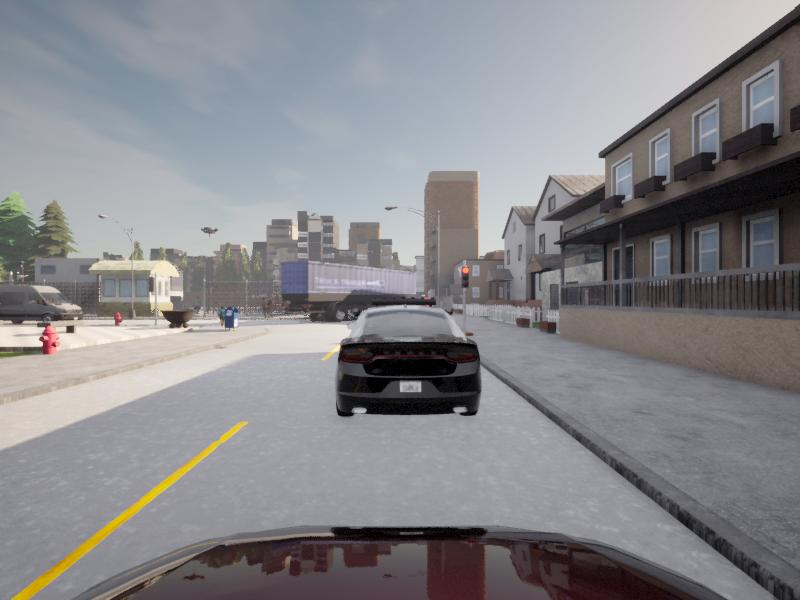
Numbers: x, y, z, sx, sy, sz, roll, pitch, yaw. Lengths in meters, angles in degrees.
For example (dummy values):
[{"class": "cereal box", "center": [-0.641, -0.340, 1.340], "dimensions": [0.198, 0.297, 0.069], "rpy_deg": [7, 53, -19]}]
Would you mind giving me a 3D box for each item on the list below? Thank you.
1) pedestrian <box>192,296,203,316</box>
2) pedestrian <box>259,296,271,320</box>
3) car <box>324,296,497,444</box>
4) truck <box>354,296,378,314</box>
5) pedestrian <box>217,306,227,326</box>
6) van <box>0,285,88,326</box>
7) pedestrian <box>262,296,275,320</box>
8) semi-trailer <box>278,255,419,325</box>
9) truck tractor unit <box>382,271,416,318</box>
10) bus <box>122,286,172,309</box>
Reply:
[{"class": "pedestrian", "center": [-18.598, 0.536, 36.826], "dimensions": [0.751, 1.860, 0.751], "rpy_deg": [0, 0, -14]}, {"class": "pedestrian", "center": [-10.595, 0.637, 31.406], "dimensions": [0.751, 1.860, 0.751], "rpy_deg": [0, 0, 0]}, {"class": "car", "center": [0.062, 0.771, 7.066], "dimensions": [1.930, 1.638, 5.238], "rpy_deg": [0, 0, -1]}, {"class": "truck", "center": [-4.111, 0.542, 49.206], "dimensions": [2.390, 2.098, 6.274], "rpy_deg": [0, 0, 0]}, {"class": "pedestrian", "center": [-10.127, 0.904, 22.778], "dimensions": [0.500, 1.100, 0.500], "rpy_deg": [0, 0, -26]}, {"class": "van", "center": [-24.059, 0.322, 26.099], "dimensions": [5.915, 2.561, 1.988], "rpy_deg": [0, 0, 1]}, {"class": "pedestrian", "center": [-10.600, 0.637, 32.195], "dimensions": [0.751, 1.860, 0.751], "rpy_deg": [0, 0, 2]}, {"class": "semi-trailer", "center": [-3.210, -0.626, 32.169], "dimensions": [2.717, 4.402, 14.254], "rpy_deg": [1, 0, 32]}, {"class": "truck tractor unit", "center": [-0.003, -0.521, 39.174], "dimensions": [3.053, 4.208, 6.516], "rpy_deg": [0, 0, 1]}, {"class": "bus", "center": [-49.793, -0.535, 79.205], "dimensions": [3.944, 4.253, 10.273], "rpy_deg": [0, 0, -3]}]
